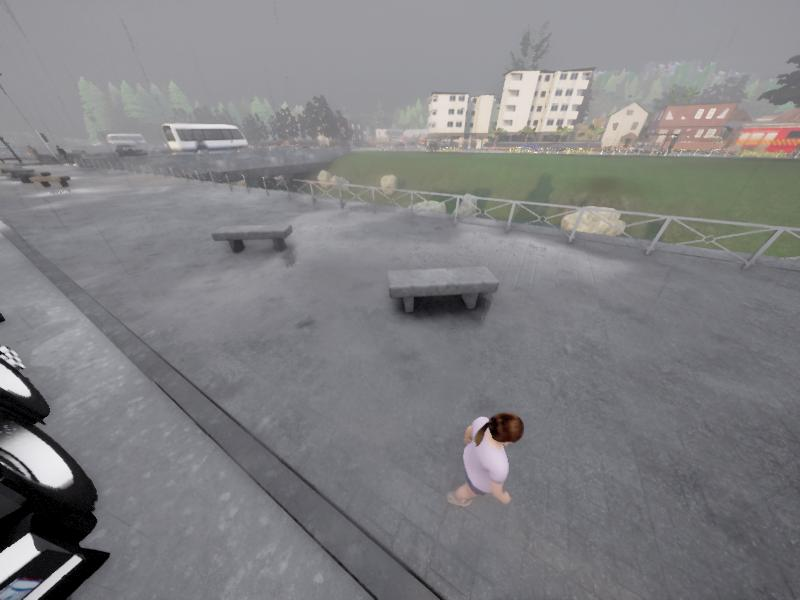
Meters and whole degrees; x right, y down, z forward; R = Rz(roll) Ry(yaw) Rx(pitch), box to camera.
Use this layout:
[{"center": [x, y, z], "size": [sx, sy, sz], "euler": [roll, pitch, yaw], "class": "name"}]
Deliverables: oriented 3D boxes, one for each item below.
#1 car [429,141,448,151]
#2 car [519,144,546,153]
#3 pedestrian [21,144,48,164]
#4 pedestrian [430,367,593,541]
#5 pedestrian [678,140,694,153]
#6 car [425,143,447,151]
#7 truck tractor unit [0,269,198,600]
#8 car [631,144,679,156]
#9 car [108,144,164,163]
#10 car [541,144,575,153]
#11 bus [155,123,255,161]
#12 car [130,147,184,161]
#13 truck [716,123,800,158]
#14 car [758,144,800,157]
[{"center": [8.785, -35.300, 52.997], "size": [3.866, 1.878, 1.905], "euler": [17, 39, 23], "class": "car"}, {"center": [25.916, -29.717, 45.214], "size": [4.193, 1.474, 1.816], "euler": [18, 39, 25], "class": "car"}, {"center": [-42.265, -16.894, 26.734], "size": [0.751, 1.860, 0.751], "euler": [29, 45, 35], "class": "pedestrian"}, {"center": [0.492, 0.976, 1.404], "size": [0.500, 1.100, 0.500], "euler": [1, 35, 1], "class": "pedestrian"}, {"center": [50.570, -27.186, 40.831], "size": [0.751, 1.860, 0.751], "euler": [12, 37, 17], "class": "pedestrian"}, {"center": [8.801, -37.748, 56.855], "size": [4.892, 1.490, 1.837], "euler": [18, 39, 26], "class": "car"}, {"center": [-5.120, -0.292, 0.768], "size": [6.516, 4.208, 3.053], "euler": [18, 39, 24], "class": "truck tractor unit"}, {"center": [41.499, -24.665, 37.834], "size": [4.792, 1.488, 2.163], "euler": [18, 39, 25], "class": "car"}, {"center": [-33.289, -18.603, 29.320], "size": [1.905, 1.878, 3.866], "euler": [17, 38, 23], "class": "car"}, {"center": [31.432, -30.373, 46.186], "size": [5.357, 1.411, 2.033], "euler": [19, 39, 25], "class": "car"}, {"center": [-29.159, -24.408, 35.590], "size": [3.944, 4.253, 10.273], "euler": [18, 40, 25], "class": "bus"}, {"center": [-35.141, -21.327, 33.579], "size": [2.128, 1.511, 4.902], "euler": [19, 39, 25], "class": "car"}, {"center": [52.150, -22.193, 32.151], "size": [8.468, 3.827, 2.891], "euler": [18, 39, 25], "class": "truck"}, {"center": [57.105, -22.183, 34.229], "size": [3.806, 1.475, 1.970], "euler": [18, 39, 24], "class": "car"}]
